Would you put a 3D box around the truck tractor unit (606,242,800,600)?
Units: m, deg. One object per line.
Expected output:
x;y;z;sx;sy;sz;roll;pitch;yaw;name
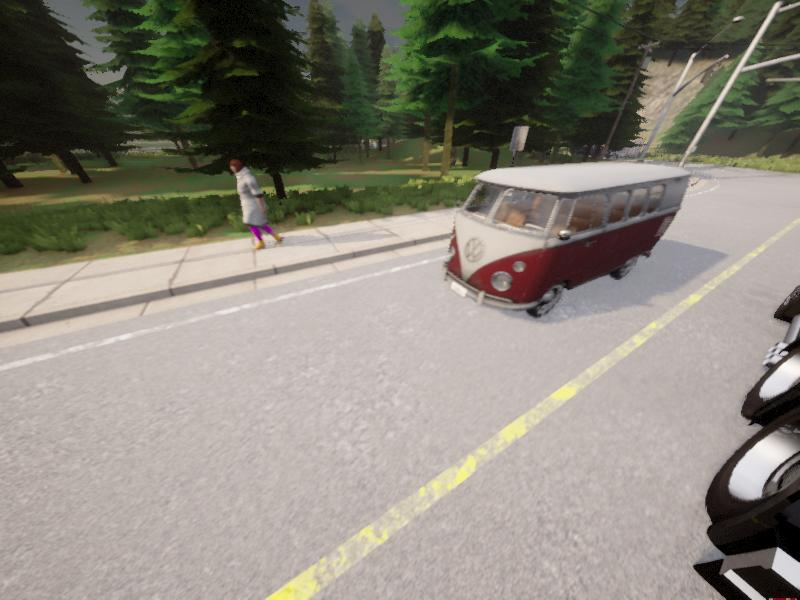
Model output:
5.070;-0.341;0.833;6.516;4.208;3.053;-20;40;-26;truck tractor unit

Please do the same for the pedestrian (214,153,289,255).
-3.157;-2.063;5.016;0.751;1.860;0.751;-22;40;-28;pedestrian

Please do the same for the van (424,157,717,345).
2.835;-1.255;4.100;4.442;1.987;1.775;-17;39;-24;van

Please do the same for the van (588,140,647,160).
33.914;-23.820;36.447;2.351;2.431;6.366;-6;35;-9;van
